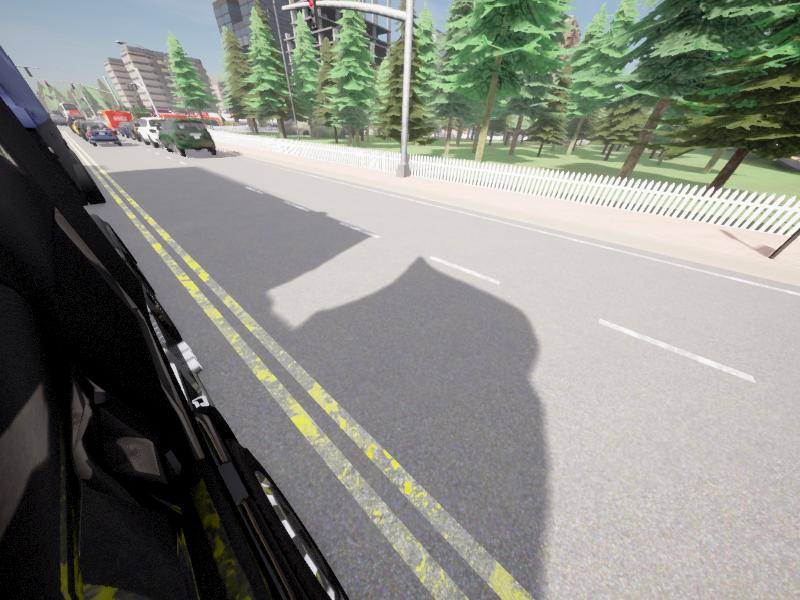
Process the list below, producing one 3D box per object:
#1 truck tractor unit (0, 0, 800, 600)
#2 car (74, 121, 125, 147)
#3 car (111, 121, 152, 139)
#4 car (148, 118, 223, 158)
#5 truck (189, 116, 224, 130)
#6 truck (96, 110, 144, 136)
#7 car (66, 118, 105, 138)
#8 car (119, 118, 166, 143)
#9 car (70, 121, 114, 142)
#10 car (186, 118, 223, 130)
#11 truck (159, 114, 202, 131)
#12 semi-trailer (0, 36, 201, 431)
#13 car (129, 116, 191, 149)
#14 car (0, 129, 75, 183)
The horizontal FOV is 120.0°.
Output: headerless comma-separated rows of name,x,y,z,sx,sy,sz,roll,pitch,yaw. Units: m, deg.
truck tractor unit,-2.645,-0.295,0.351,6.516,4.208,3.053,28,44,30
car,-24.990,-13.818,19.230,3.705,1.549,1.789,28,44,30
car,-31.512,-19.991,27.125,4.792,1.488,2.163,28,44,30
car,-15.340,-11.629,16.494,5.566,2.045,2.150,27,43,30
truck,-45.425,-41.651,54.366,2.627,2.467,5.204,27,43,29
truck,-36.382,-22.987,29.995,5.204,2.467,2.627,28,44,30
car,-35.186,-19.251,25.823,5.366,1.575,1.801,28,44,30
car,-26.499,-17.488,23.766,4.605,1.855,1.932,28,44,30
car,-29.836,-16.361,22.388,4.193,1.474,1.816,28,44,30
car,-43.668,-39.391,51.803,2.150,2.045,5.566,27,43,29
truck,-43.704,-35.482,46.222,2.627,2.467,5.204,27,43,29
semi-trailer,-8.660,-3.633,4.261,14.254,4.402,2.717,29,44,30
car,-20.939,-14.599,20.117,5.566,2.045,2.150,28,44,30
car,-15.557,-6.032,9.507,3.806,1.475,1.970,28,44,30
